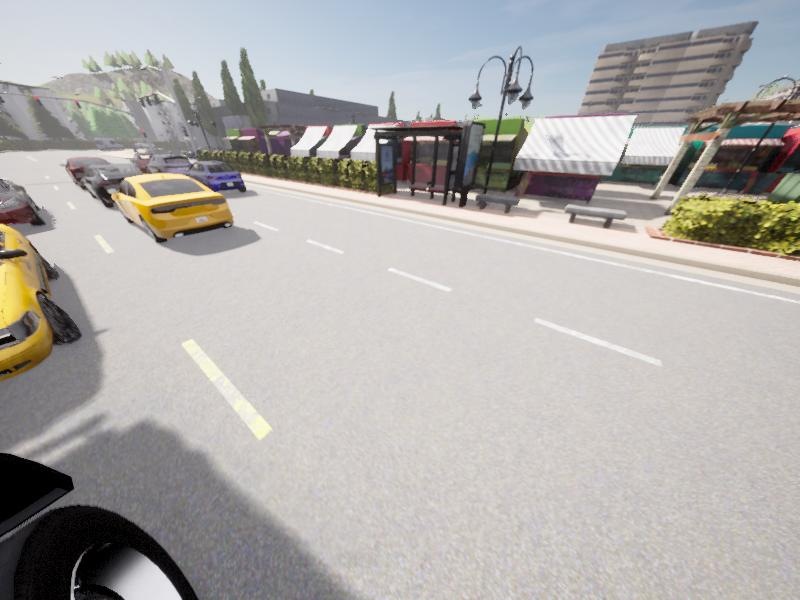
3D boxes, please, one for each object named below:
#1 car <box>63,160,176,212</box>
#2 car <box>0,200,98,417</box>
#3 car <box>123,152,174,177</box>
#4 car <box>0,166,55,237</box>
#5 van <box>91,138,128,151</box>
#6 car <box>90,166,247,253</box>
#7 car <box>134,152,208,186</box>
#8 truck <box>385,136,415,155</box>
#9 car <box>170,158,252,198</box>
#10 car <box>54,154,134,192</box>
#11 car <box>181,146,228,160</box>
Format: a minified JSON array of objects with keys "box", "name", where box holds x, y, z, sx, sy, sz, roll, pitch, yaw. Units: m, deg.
[{"box":[-12.698,-5.319,10.441,4.792,1.488,2.163,23,40,29],"name":"car"},{"box":[-6.350,-0.268,3.026,5.366,1.575,1.801,22,40,28],"name":"car"},{"box":[-20.326,-11.024,18.669,3.633,1.501,1.845,25,41,31],"name":"car"},{"box":[-13.436,-3.188,7.281,4.792,1.488,2.163,23,40,29],"name":"car"},{"box":[-73.226,-39.300,58.422,1.988,2.561,5.915,-5,35,-8],"name":"van"},{"box":[-7.253,-3.083,7.199,5.008,1.535,1.882,22,40,28],"name":"car"},{"box":[-15.522,-8.983,15.665,4.856,1.649,2.033,23,40,29],"name":"car"},{"box":[0.149,-39.713,59.400,2.891,3.827,8.468,24,40,30],"name":"truck"},{"box":[-10.246,-6.711,12.552,4.193,1.474,1.816,23,40,29],"name":"car"},{"box":[-18.227,-7.649,13.720,5.008,1.535,1.882,23,40,29],"name":"car"},{"box":[-30.620,-23.185,36.338,2.152,1.651,5.027,25,41,31],"name":"car"}]
